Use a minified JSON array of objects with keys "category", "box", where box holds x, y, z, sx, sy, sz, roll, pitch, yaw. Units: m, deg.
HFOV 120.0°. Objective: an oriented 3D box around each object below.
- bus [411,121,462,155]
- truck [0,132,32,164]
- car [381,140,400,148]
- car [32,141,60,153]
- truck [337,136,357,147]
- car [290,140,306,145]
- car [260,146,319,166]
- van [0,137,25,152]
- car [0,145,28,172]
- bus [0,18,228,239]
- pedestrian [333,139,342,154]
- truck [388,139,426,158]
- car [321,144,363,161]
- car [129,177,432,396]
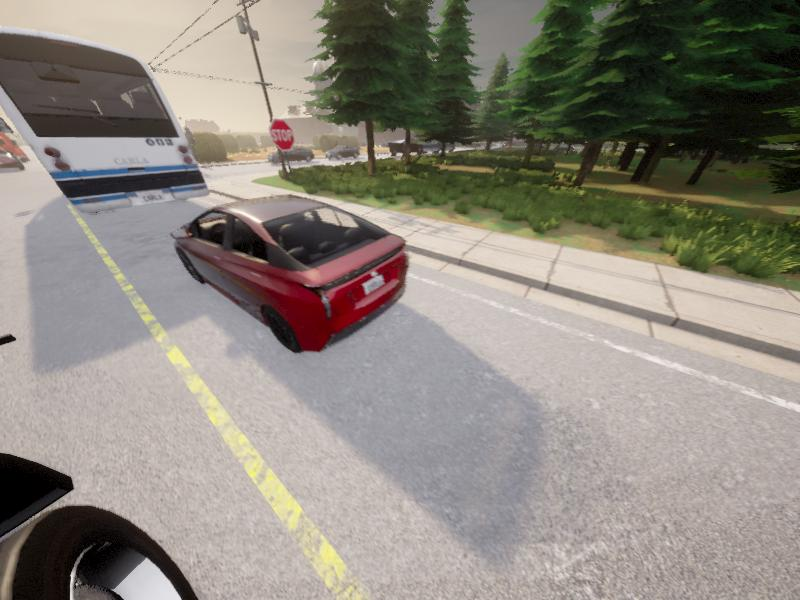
[{"category":"bus","box":[6.382,-27.582,39.518,3.944,4.253,10.273,21,40,27]},{"category":"truck","box":[-39.906,-15.102,23.002,5.204,2.467,2.627,22,40,30]},{"category":"car","box":[-2.566,-41.968,62.097,4.856,1.649,2.033,21,40,26]},{"category":"car","box":[-57.908,-25.066,37.794,5.366,1.575,1.801,23,41,29]},{"category":"truck","box":[-15.815,-47.286,68.859,5.204,2.467,2.627,21,40,26]},{"category":"car","box":[-35.036,-54.112,79.292,4.792,1.488,2.163,21,40,26]},{"category":"car","box":[-11.212,-14.987,23.880,2.128,1.511,4.902,21,40,27]},{"category":"van","box":[-66.363,-26.418,39.229,4.480,2.038,2.069,23,41,29]},{"category":"car","box":[-31.425,-11.089,18.060,3.988,1.617,1.851,23,41,29]},{"category":"bus","box":[-11.871,-6.118,8.846,10.273,4.253,3.944,24,41,29]},{"category":"pedestrian","box":[-9.423,-22.988,34.636,0.751,1.860,0.751,25,42,31]},{"category":"truck","box":[1.068,-22.065,33.511,2.390,2.098,6.274,21,40,27]},{"category":"car","box":[-7.105,-18.480,28.872,2.128,1.511,4.902,21,40,27]},{"category":"car","box":[-2.009,-0.845,3.777,4.514,1.525,2.007,23,41,29]}]
